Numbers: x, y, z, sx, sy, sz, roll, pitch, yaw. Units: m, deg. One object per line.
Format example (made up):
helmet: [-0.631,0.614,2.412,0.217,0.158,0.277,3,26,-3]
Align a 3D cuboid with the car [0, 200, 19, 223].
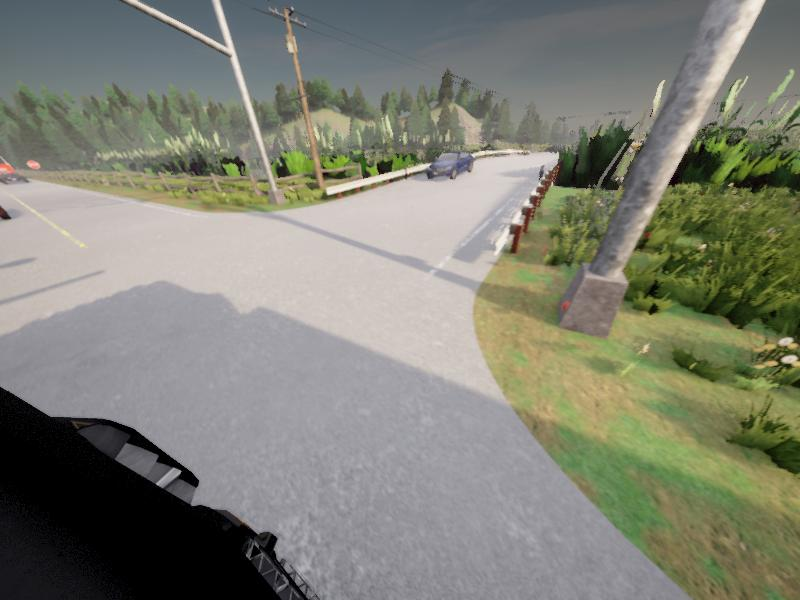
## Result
car: [-20.715,-4.511,10.884,4.792,1.488,2.163,17,38,27]

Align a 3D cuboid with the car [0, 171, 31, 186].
car: [-56.482,-17.774,33.609,5.027,1.651,2.152,17,38,27]

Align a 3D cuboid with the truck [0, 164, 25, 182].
truck: [-66.148,-21.198,38.507,5.204,2.467,2.627,17,38,27]

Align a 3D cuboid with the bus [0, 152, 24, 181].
bus: [-76.936,-25.180,43.687,10.273,4.253,3.944,17,38,27]

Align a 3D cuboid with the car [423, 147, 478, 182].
car: [3.496,-9.202,15.592,1.812,1.442,4.674,19,42,29]

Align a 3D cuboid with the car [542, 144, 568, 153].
car: [30.855,-30.324,46.263,1.994,1.385,4.181,-6,33,-6]
